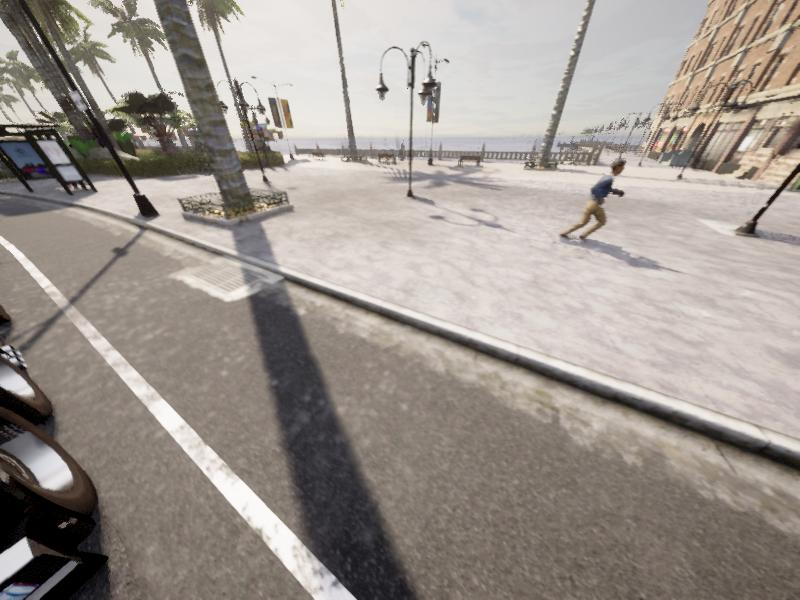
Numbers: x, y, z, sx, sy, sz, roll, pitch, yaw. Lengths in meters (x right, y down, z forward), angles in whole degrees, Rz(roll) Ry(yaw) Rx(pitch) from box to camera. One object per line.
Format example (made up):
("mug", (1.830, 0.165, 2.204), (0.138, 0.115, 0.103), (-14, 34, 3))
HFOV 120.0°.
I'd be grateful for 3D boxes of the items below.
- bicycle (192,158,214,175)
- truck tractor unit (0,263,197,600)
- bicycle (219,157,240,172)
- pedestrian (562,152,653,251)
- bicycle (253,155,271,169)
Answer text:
("bicycle", (-15.342, -10.413, 17.995), (1.643, 1.024, 0.373), (18, 39, 24))
("truck tractor unit", (-5.114, -0.297, 0.784), (6.516, 4.208, 3.053), (18, 39, 24))
("bicycle", (-14.356, -11.419, 19.432), (1.643, 1.024, 0.373), (18, 39, 24))
("pedestrian", (4.430, -2.160, 5.135), (0.751, 1.860, 0.751), (16, 38, 22))
("bicycle", (-12.877, -12.928, 21.587), (1.643, 1.024, 0.373), (18, 39, 24))
